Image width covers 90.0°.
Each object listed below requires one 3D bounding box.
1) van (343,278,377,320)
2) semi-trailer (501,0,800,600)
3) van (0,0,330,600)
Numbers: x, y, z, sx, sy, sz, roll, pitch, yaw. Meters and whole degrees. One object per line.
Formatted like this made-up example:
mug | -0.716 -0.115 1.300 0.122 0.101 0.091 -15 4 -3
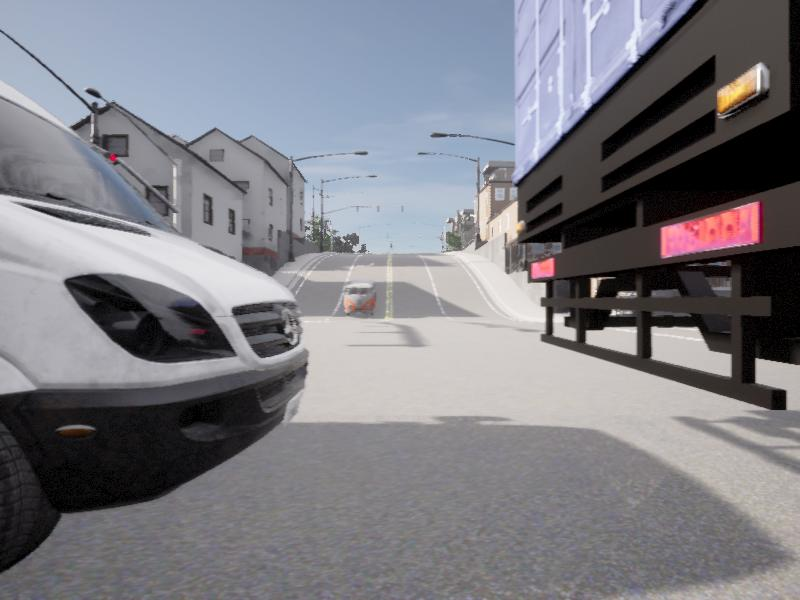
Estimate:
van | -2.403 -0.181 25.141 1.775 1.987 4.442 0 9 -1
semi-trailer | 8.048 -1.209 2.260 14.254 4.402 2.717 0 0 0
van | -3.515 -0.282 2.189 5.915 2.561 1.988 0 0 0
